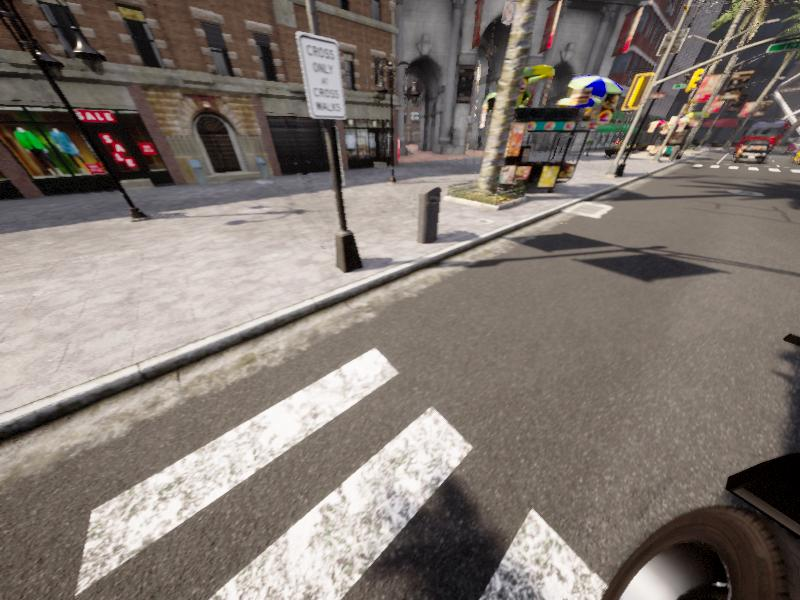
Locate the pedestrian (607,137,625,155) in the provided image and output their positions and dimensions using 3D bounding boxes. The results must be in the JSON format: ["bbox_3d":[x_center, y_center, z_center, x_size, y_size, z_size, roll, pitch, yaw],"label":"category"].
[{"bbox_3d":[27.924,-19.990,29.948,0.751,1.860,0.751,-5,36,-7],"label":"pedestrian"}]

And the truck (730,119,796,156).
[{"bbox_3d":[50.212,-22.512,31.983,8.468,3.827,2.891,-22,41,-27],"label":"truck"}]

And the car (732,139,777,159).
[{"bbox_3d":[41.020,-17.549,26.802,4.553,1.767,2.097,-25,43,-31],"label":"car"}]

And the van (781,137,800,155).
[{"bbox_3d":[53.585,-20.610,30.883,4.442,1.987,1.775,-21,40,-27],"label":"van"}]

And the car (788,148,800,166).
[{"bbox_3d":[37.109,-12.985,20.590,5.366,1.575,1.801,-25,43,-31],"label":"car"}]

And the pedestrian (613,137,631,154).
[{"bbox_3d":[28.727,-20.010,29.966,0.751,1.860,0.751,-1,35,-1],"label":"pedestrian"}]

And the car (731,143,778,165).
[{"bbox_3d":[33.205,-13.748,21.703,3.705,1.549,1.789,-26,43,-31],"label":"car"}]
